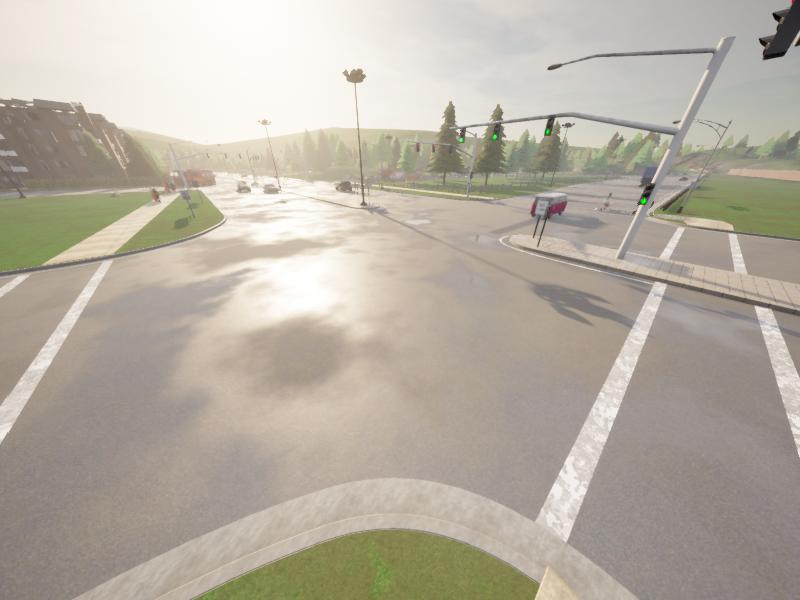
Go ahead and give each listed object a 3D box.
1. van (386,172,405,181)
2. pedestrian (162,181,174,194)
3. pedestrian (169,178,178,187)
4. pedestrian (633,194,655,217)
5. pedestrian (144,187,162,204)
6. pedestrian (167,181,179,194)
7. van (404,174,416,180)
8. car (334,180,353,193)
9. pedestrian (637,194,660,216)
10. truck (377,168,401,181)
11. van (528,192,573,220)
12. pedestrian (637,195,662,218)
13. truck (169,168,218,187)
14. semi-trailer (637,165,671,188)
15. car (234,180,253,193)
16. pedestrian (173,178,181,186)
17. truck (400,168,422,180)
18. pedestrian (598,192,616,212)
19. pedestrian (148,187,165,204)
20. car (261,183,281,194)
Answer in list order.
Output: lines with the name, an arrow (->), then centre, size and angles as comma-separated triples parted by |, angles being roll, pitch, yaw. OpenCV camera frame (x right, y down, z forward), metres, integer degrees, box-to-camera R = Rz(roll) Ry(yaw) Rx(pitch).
van -> -1.429, -42.641, 79.795 | 6.366, 2.431, 2.351 | -23, 37, -34
pedestrian -> -39.806, -19.300, 39.580 | 0.751, 1.860, 0.751 | -19, 35, -29
pedestrian -> -54.518, -28.391, 55.632 | 0.751, 1.860, 0.751 | -17, 34, -27
pedestrian -> 23.302, -9.033, 22.102 | 0.751, 1.860, 0.751 | 19, 35, 30
pedestrian -> -30.841, -13.111, 28.862 | 0.751, 1.860, 0.751 | -16, 34, -26
pedestrian -> -38.441, -19.054, 39.156 | 0.751, 1.860, 0.751 | -20, 36, -31
van -> 3.703, -44.605, 83.633 | 4.442, 1.987, 1.775 | -23, 37, -34
car -> -10.901, -21.944, 44.503 | 1.905, 1.878, 3.866 | -22, 37, -34
pedestrian -> 24.026, -9.182, 22.361 | 0.751, 1.860, 0.751 | -15, 33, -24
truck -> -3.701, -44.580, 81.756 | 8.468, 3.827, 2.891 | -23, 37, -34
van -> 14.397, -9.072, 22.092 | 4.442, 1.987, 1.775 | -23, 37, -34
pedestrian -> 23.202, -8.702, 21.530 | 0.751, 1.860, 0.751 | 14, 33, 22
truck -> -50.936, -30.530, 57.412 | 2.891, 3.827, 8.468 | 6, 31, 10
semi-trailer -> 62.575, -30.488, 56.749 | 14.254, 4.402, 2.717 | -23, 37, -34
car -> -29.623, -21.489, 43.716 | 1.905, 1.878, 3.866 | -22, 37, -34
pedestrian -> -54.067, -28.655, 56.089 | 0.751, 1.860, 0.751 | -19, 35, -29
truck -> 4.352, -47.963, 87.610 | 8.468, 3.827, 2.891 | -23, 37, -34
pedestrian -> 21.751, -10.313, 24.320 | 0.751, 1.860, 0.751 | -24, 38, -35
pedestrian -> -29.979, -12.874, 28.450 | 0.751, 1.860, 0.751 | -19, 35, -30
car -> -23.732, -20.517, 42.399 | 1.837, 1.490, 4.892 | -22, 37, -34
